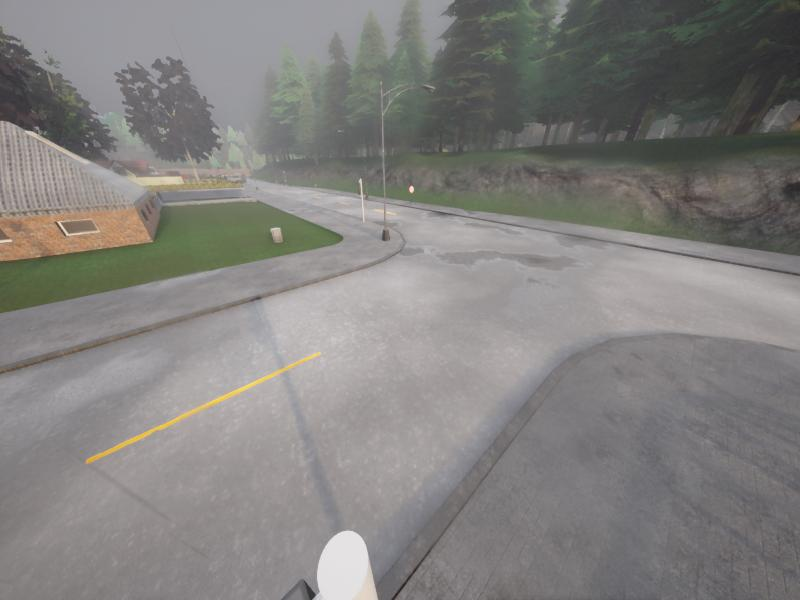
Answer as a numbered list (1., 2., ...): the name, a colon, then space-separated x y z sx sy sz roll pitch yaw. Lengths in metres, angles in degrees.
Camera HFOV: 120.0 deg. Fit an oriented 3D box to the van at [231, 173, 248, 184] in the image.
1. van: -44.891 -34.110 64.710 1.988 2.561 5.915 -9 31 -14
